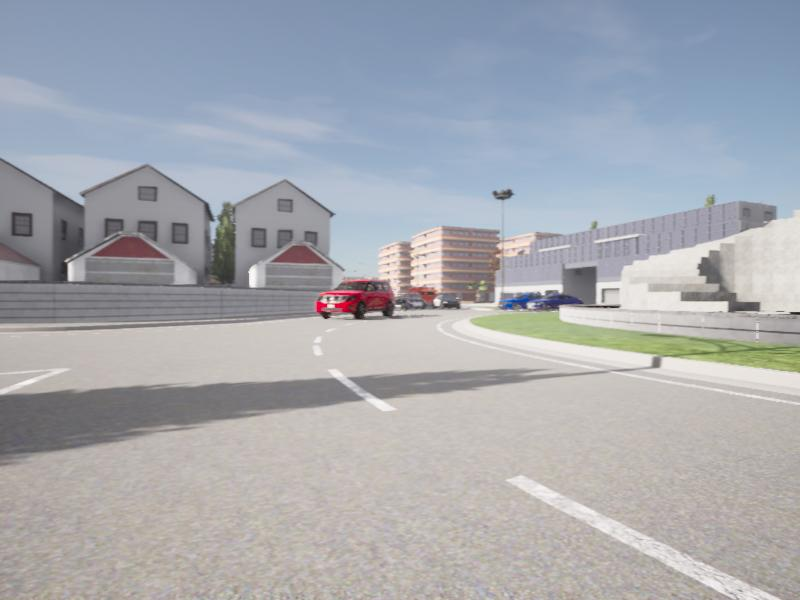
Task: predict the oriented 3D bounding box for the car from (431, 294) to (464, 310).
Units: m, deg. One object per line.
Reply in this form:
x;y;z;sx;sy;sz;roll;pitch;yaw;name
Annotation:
4.709;0.181;40.308;2.038;1.542;4.974;0;0;-9;car

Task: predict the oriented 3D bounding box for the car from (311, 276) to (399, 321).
-2.124;-0.065;20.997;2.150;2.045;5.566;0;0;23;car

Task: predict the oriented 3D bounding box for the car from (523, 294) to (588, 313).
12.153;0.249;31.312;4.674;1.442;1.812;0;0;-19;car

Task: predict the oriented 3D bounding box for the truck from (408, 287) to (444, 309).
2.974;-0.315;48.027;2.627;2.467;5.204;0;1;-17;truck

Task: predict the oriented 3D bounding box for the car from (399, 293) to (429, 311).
1.301;0.123;39.595;2.033;1.649;4.856;0;1;-9;car

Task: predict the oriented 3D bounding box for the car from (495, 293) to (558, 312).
10.876;0.196;34.430;5.008;1.535;1.882;0;0;-18;car
